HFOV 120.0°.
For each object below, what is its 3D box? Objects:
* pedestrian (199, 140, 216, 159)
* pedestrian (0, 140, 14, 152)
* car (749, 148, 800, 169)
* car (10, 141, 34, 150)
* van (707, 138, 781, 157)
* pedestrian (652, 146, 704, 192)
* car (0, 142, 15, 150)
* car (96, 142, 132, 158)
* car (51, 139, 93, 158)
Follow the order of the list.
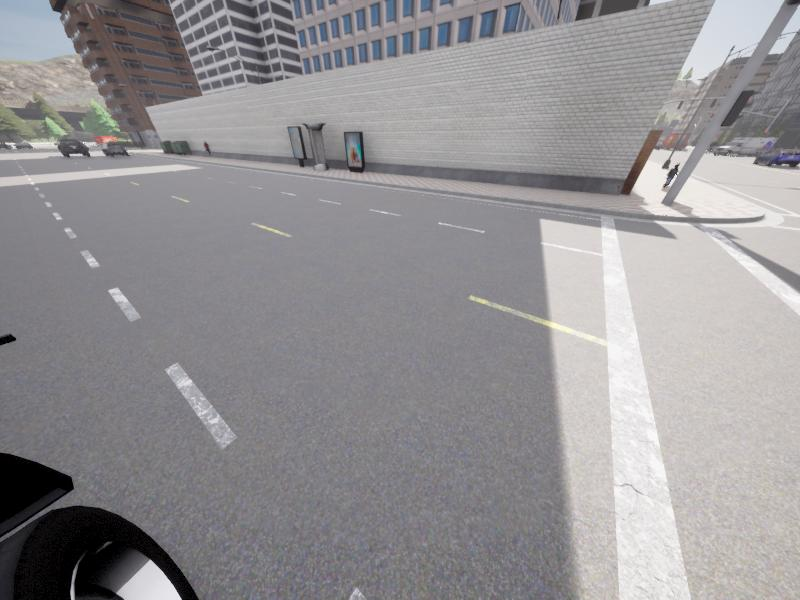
[{"bbox_3d":[-23.077,-18.110,27.738,0.751,1.860,0.751,25,42,30],"label":"pedestrian"},{"bbox_3d":[-71.420,-27.870,41.776,0.751,1.860,0.751,18,39,24],"label":"pedestrian"},{"bbox_3d":[38.443,-14.447,23.413,2.007,1.525,4.514,23,41,29],"label":"car"},{"bbox_3d":[-84.477,-34.615,51.693,4.193,1.474,1.816,29,44,34],"label":"car"},{"bbox_3d":[53.659,-23.937,36.203,6.366,2.431,2.351,2,35,3],"label":"van"},{"bbox_3d":[13.399,-6.370,11.223,0.751,1.860,0.751,19,39,24],"label":"pedestrian"},{"bbox_3d":[-88.586,-34.207,51.253,1.895,1.301,4.718,-27,43,-33],"label":"car"},{"bbox_3d":[-40.703,-21.369,32.835,4.856,1.649,2.033,22,41,28],"label":"car"},{"bbox_3d":[-45.136,-20.879,31.758,5.566,2.045,2.150,22,41,28],"label":"car"}]
